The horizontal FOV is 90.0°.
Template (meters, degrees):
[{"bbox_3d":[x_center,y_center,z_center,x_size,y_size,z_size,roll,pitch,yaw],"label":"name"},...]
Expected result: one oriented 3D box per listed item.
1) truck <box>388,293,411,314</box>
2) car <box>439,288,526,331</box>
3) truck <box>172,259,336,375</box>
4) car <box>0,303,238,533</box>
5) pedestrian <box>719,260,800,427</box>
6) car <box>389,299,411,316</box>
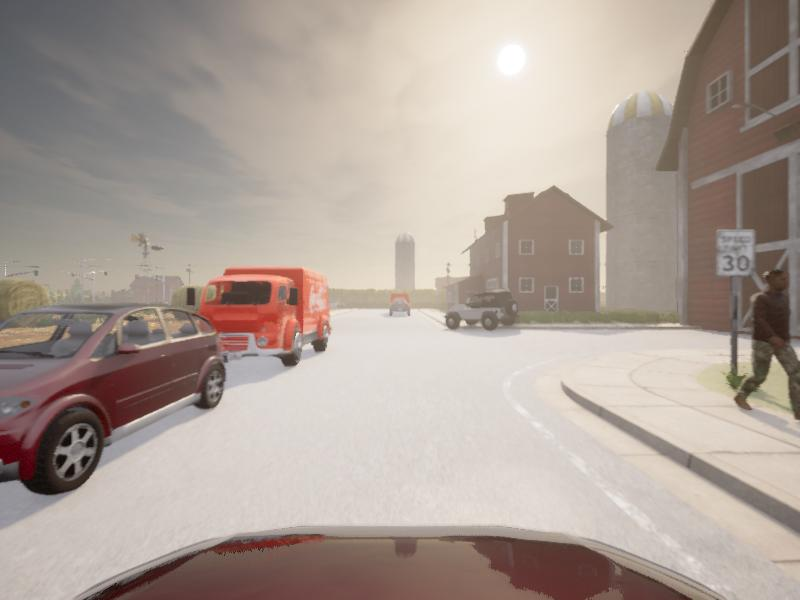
[{"bbox_3d":[-0.017,0.361,48.474,2.627,2.467,5.204,0,1,0],"label":"truck"},{"bbox_3d":[4.156,0.486,20.523,1.905,1.878,3.866,-8,3,-42],"label":"car"},{"bbox_3d":[-3.506,0.351,11.089,2.627,2.467,5.204,0,0,0],"label":"truck"},{"bbox_3d":[-3.503,0.814,4.582,1.789,1.549,3.705,0,0,0],"label":"car"},{"bbox_3d":[4.538,0.484,4.834,0.751,1.860,0.751,0,0,-3],"label":"pedestrian"},{"bbox_3d":[-0.013,0.776,41.540,2.152,1.651,5.027,0,0,0],"label":"car"}]
